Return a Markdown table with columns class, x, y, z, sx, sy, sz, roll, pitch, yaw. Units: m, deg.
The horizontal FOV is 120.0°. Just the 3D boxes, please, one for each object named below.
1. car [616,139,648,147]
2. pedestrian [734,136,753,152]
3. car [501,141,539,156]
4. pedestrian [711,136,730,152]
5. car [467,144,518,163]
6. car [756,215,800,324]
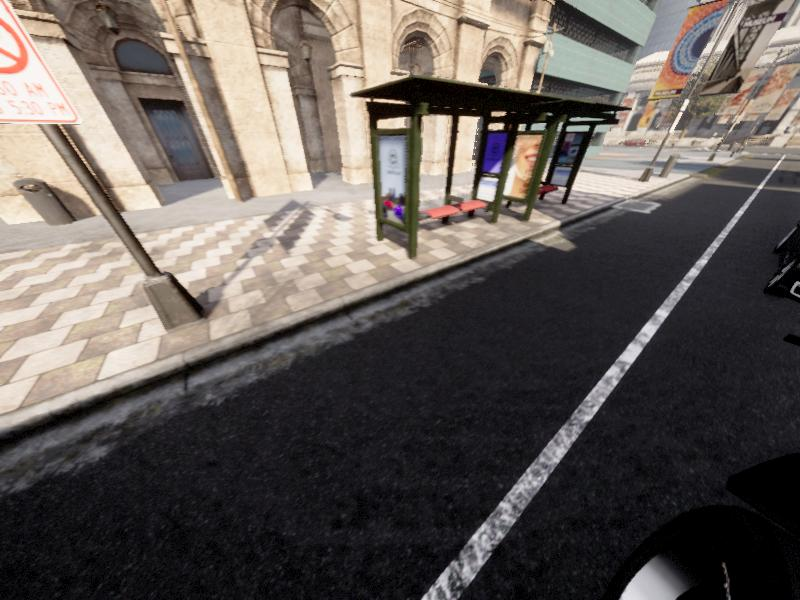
| class | x | y | z | sx | sy | sz | roll | pitch | yaw |
| --- | --- | --- | --- | --- | --- | --- | --- | --- | --- |
| car | 54.444 | -36.842 | 54.236 | 2.163 | 1.488 | 4.792 | -23 | 41 | -28 |
| pedestrian | 49.806 | -22.618 | 33.517 | 0.751 | 1.860 | 0.751 | -23 | 41 | -29 |
| car | 16.609 | -21.046 | 32.005 | 4.902 | 1.511 | 2.128 | -23 | 41 | -28 |
| pedestrian | 47.276 | -23.027 | 34.119 | 0.751 | 1.860 | 0.751 | -17 | 39 | -23 |
| car | 9.542 | -15.171 | 23.828 | 4.786 | 1.482 | 2.161 | -23 | 41 | -28 |
| car | 8.086 | -0.836 | 3.711 | 4.892 | 1.490 | 1.837 | -22 | 41 | -28 |
